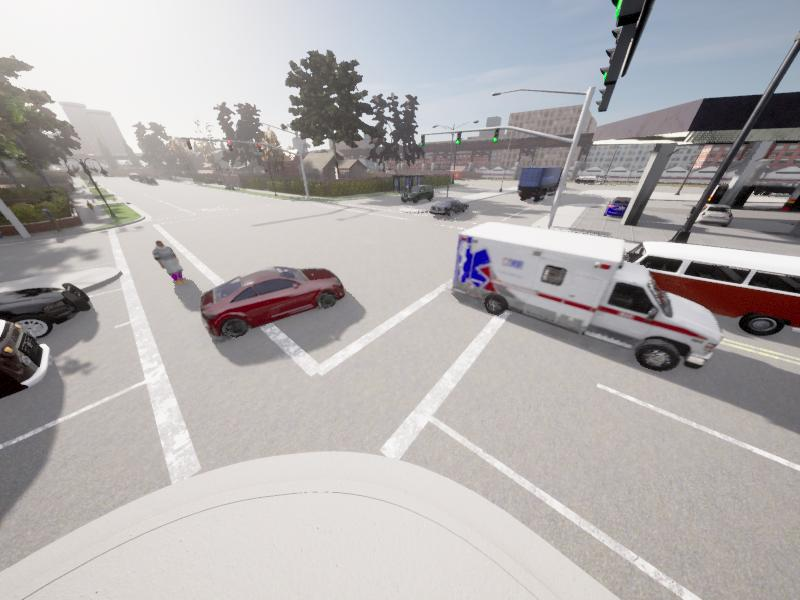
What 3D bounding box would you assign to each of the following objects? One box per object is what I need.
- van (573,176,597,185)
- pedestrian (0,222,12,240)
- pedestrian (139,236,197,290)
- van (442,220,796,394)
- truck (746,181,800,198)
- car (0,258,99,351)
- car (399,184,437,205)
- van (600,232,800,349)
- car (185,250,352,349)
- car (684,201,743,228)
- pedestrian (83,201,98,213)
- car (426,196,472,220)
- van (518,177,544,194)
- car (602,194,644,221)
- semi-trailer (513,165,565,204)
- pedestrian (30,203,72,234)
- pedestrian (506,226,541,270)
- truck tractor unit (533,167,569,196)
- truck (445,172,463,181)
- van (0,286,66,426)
[{"bbox_3d":[49.141,-31.726,61.319,4.480,2.038,2.069,23,37,34],"label":"van"},{"bbox_3d":[-25.853,-4.529,14.598,0.751,1.300,0.751,-26,39,-37],"label":"pedestrian"},{"bbox_3d":[-8.950,-1.439,8.990,0.751,1.860,0.751,11,32,19],"label":"pedestrian"},{"bbox_3d":[4.741,-0.534,6.904,6.366,2.431,2.351,24,38,35],"label":"van"},{"bbox_3d":[61.235,-17.592,36.777,6.274,2.098,2.390,23,37,34],"label":"truck"},{"bbox_3d":[-11.825,0.677,5.591,1.930,1.638,5.238,22,37,33],"label":"car"},{"bbox_3d":[2.479,-14.378,31.262,2.150,2.045,5.566,23,37,34],"label":"car"},{"bbox_3d":[9.670,-0.596,7.398,4.480,2.038,2.069,21,36,32],"label":"van"},{"bbox_3d":[-4.019,-0.323,7.596,4.181,1.385,1.994,-20,36,-31],"label":"car"},{"bbox_3d":[25.999,-7.245,19.370,1.970,1.475,3.806,23,37,34],"label":"car"},{"bbox_3d":[-30.855,-9.287,23.052,0.500,1.100,0.500,23,37,34],"label":"pedestrian"},{"bbox_3d":[5.035,-9.364,23.231,2.033,1.411,5.357,22,37,34],"label":"car"},{"bbox_3d":[24.596,-21.619,43.423,2.351,2.431,6.366,23,37,34],"label":"van"},{"bbox_3d":[21.088,-8.924,21.955,2.242,1.667,4.611,23,37,34],"label":"car"},{"bbox_3d":[21.042,-17.593,34.459,2.717,4.402,14.254,23,37,34],"label":"semi-trailer"},{"bbox_3d":[-24.024,-5.619,15.938,0.751,1.860,0.751,-23,37,-34],"label":"pedestrian"},{"bbox_3d":[5.607,-2.375,10.610,0.751,1.860,0.751,-2,30,-3],"label":"pedestrian"},{"bbox_3d":[26.088,-20.548,39.796,3.053,4.208,6.516,22,37,34],"label":"truck tractor unit"},{"bbox_3d":[19.272,-44.382,82.809,5.204,2.467,2.627,23,37,34],"label":"truck"},{"bbox_3d":[-9.247,1.718,3.390,2.069,2.038,4.480,22,37,33],"label":"van"}]
